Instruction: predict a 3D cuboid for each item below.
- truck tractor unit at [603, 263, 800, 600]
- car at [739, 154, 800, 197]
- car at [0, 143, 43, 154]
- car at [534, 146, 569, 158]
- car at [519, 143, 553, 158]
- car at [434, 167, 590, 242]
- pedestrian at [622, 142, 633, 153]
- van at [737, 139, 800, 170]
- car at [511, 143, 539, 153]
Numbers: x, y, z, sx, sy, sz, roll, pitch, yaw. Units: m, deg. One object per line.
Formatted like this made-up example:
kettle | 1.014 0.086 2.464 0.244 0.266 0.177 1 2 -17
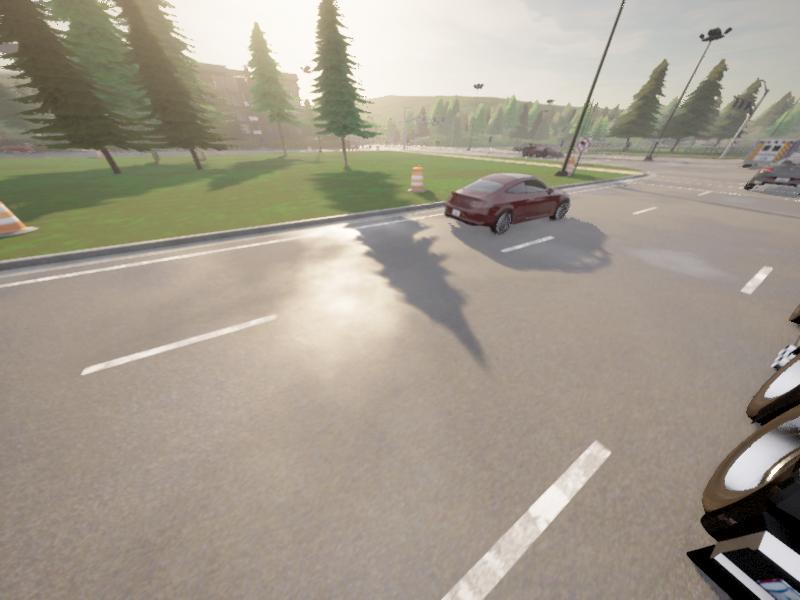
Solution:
truck tractor unit | 5.109 -0.303 0.789 6.516 4.208 3.053 -18 39 -24
car | 21.788 -6.997 12.799 5.027 1.651 2.152 -18 39 -24
car | -62.260 -24.765 37.718 3.705 1.549 1.789 -18 39 -24
car | 24.680 -24.264 37.846 1.994 1.385 4.181 -18 39 -24
car | 21.454 -23.685 36.533 1.905 1.878 3.866 -18 39 -24
car | 3.609 -3.298 7.499 4.674 1.442 1.812 -18 39 -24
pedestrian | 45.342 -30.382 46.055 0.751 1.860 0.751 -15 38 -21
van | 38.413 -15.063 23.808 6.366 2.431 2.351 -18 39 -24
car | 28.060 -34.315 52.072 1.930 1.638 5.238 -18 39 -24
